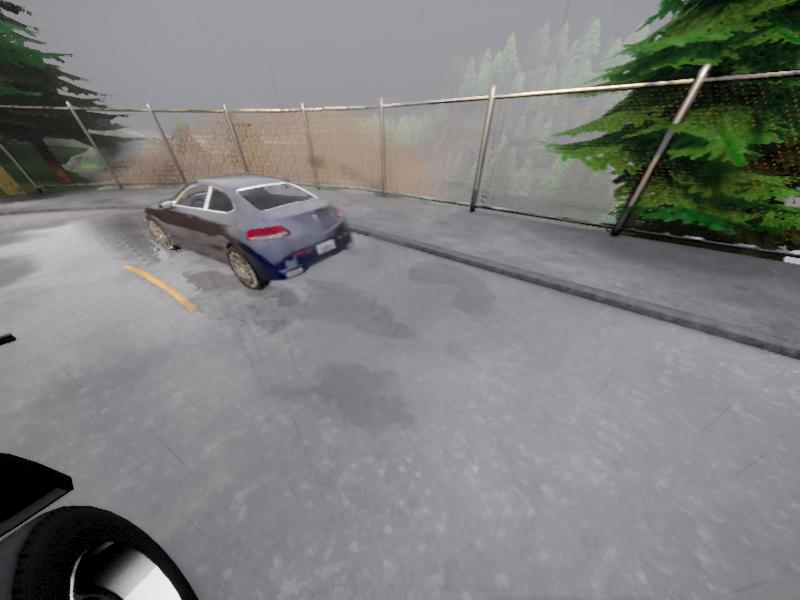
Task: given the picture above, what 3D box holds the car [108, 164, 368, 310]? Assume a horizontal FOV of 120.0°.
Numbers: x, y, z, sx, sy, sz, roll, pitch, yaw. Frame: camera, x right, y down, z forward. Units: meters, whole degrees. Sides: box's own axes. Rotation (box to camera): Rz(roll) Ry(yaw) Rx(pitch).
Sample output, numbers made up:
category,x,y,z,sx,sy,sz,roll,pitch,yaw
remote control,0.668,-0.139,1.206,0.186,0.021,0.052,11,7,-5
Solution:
category,x,y,z,sx,sy,sz,roll,pitch,yaw
car,-3.429,-1.797,5.029,5.027,1.651,2.152,19,39,25
